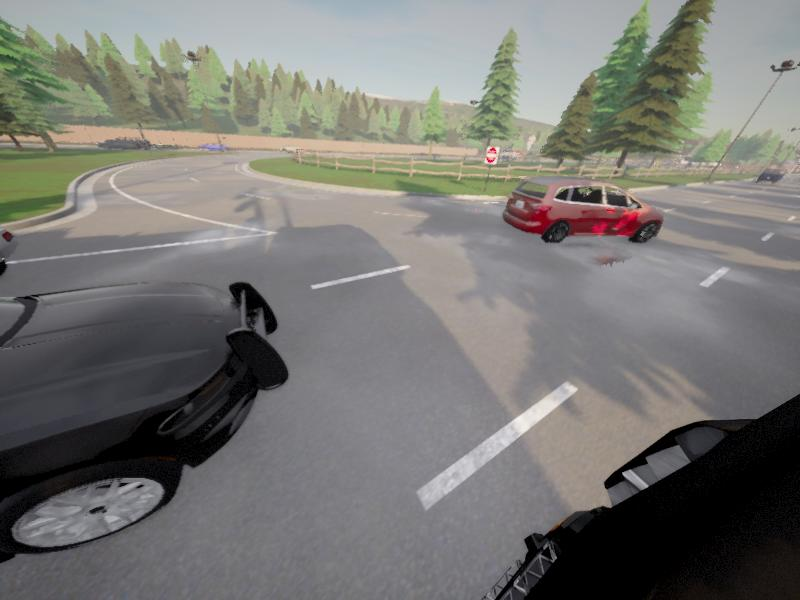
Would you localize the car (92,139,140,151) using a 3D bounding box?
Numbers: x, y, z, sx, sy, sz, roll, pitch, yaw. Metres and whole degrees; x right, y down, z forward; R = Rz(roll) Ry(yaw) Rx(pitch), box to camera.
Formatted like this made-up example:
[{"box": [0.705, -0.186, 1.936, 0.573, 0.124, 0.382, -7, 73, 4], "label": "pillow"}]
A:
[{"box": [-43.977, -24.106, 35.971, 4.181, 1.385, 1.994, -16, 38, -27], "label": "car"}]

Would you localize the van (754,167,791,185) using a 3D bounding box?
[{"box": [54.234, -18.108, 33.642, 4.442, 1.987, 1.775, -16, 38, -26], "label": "van"}]

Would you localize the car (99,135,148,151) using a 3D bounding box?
[{"box": [-45.618, -26.040, 38.321, 4.605, 1.855, 1.932, -15, 38, -27], "label": "car"}]

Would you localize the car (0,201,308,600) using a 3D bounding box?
[{"box": [-3.508, 0.756, 1.084, 5.238, 1.638, 1.930, -16, 38, -26], "label": "car"}]

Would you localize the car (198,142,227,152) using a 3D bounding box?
[{"box": [-39.225, -32.177, 48.470, 4.514, 1.525, 2.007, -16, 38, -26], "label": "car"}]

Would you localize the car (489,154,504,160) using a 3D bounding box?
[{"box": [34.588, -51.214, 82.778, 4.792, 1.488, 2.163, -16, 38, -26], "label": "car"}]

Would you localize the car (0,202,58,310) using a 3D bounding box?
[{"box": [-7.926, -0.312, 2.158, 4.605, 1.855, 1.932, -15, 37, -25], "label": "car"}]

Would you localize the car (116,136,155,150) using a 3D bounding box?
[{"box": [-46.887, -27.917, 41.051, 3.866, 1.878, 1.905, -16, 38, -26], "label": "car"}]

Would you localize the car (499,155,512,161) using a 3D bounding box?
[{"box": [36.753, -49.626, 80.488, 3.988, 1.617, 1.851, -16, 38, -26], "label": "car"}]

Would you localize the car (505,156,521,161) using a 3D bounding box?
[{"box": [38.140, -47.742, 77.847, 5.357, 1.411, 2.033, -16, 38, -26], "label": "car"}]

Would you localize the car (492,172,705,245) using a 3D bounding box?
[{"box": [5.838, -2.959, 7.379, 4.611, 1.667, 2.242, -2, 34, -7], "label": "car"}]

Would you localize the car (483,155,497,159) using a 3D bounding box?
[{"box": [33.193, -52.975, 85.497, 4.718, 1.301, 1.895, -16, 38, -26], "label": "car"}]

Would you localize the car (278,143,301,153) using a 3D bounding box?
[{"box": [-26.247, -36.089, 54.978, 4.605, 1.855, 1.932, -16, 38, -26], "label": "car"}]
